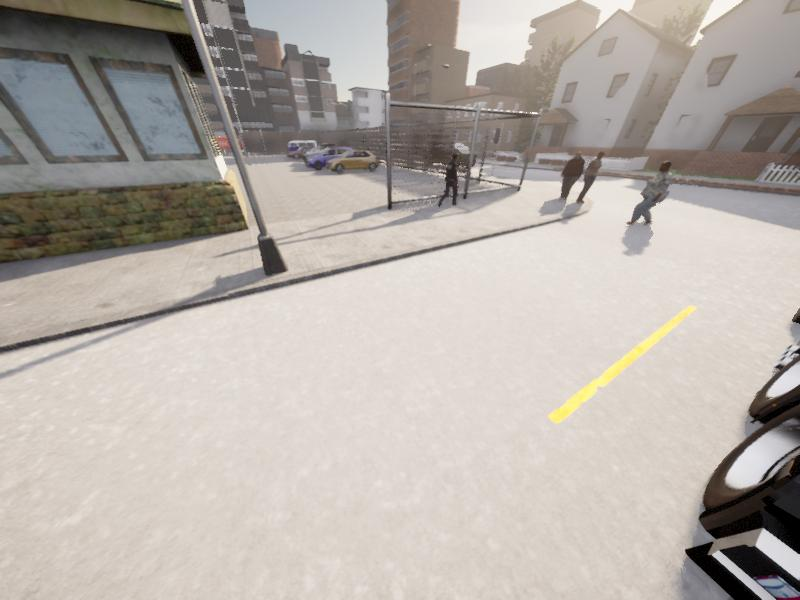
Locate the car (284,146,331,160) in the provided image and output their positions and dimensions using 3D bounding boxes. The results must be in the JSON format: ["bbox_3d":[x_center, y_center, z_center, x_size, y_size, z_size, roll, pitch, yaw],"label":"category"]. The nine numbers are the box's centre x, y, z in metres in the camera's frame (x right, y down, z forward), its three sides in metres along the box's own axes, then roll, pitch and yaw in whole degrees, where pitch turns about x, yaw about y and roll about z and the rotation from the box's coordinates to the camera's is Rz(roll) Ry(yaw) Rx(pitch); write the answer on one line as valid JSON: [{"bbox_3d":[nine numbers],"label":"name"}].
[{"bbox_3d":[-12.283,-19.704,30.869,5.357,1.415,2.033,-18,39,-24],"label":"car"}]

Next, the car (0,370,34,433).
[{"bbox_3d":[-5.624,1.595,0.346,4.902,1.511,2.128,-18,39,-24],"label":"car"}]

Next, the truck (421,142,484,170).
[{"bbox_3d":[4.942,-14.551,23.112,2.390,2.098,6.274,-18,39,-24],"label":"truck"}]

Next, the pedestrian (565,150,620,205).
[{"bbox_3d":[7.554,-4.848,9.176,0.751,1.860,0.751,-5,35,-8],"label":"pedestrian"}]

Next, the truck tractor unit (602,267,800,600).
[{"bbox_3d":[5.111,-0.302,0.772,6.516,4.208,3.053,-18,39,-24],"label":"truck tractor unit"}]

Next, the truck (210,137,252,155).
[{"bbox_3d":[-28.855,-26.517,39.725,5.204,2.467,2.627,-18,39,-24],"label":"truck"}]

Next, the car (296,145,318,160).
[{"bbox_3d":[-12.311,-19.605,30.601,1.789,1.547,3.705,-18,39,-24],"label":"car"}]

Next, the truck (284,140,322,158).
[{"bbox_3d":[-14.081,-21.984,33.585,4.478,2.038,2.069,-18,39,-24],"label":"truck"}]

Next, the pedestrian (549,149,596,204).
[{"bbox_3d":[7.030,-5.062,9.479,0.751,1.860,0.751,-24,41,-30],"label":"pedestrian"}]

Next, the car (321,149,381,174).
[{"bbox_3d":[-3.845,-11.122,18.499,4.193,1.474,1.816,-18,39,-24],"label":"car"}]

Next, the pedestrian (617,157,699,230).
[{"bbox_3d":[7.621,-3.186,6.968,0.751,1.860,0.751,15,38,20],"label":"pedestrian"}]

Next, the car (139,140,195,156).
[{"bbox_3d":[-36.422,-23.938,36.331,5.566,2.045,2.150,-18,39,-24],"label":"car"}]

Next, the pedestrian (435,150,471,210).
[{"bbox_3d":[1.911,-4.429,8.530,0.751,1.860,0.751,-19,39,-26],"label":"pedestrian"}]
